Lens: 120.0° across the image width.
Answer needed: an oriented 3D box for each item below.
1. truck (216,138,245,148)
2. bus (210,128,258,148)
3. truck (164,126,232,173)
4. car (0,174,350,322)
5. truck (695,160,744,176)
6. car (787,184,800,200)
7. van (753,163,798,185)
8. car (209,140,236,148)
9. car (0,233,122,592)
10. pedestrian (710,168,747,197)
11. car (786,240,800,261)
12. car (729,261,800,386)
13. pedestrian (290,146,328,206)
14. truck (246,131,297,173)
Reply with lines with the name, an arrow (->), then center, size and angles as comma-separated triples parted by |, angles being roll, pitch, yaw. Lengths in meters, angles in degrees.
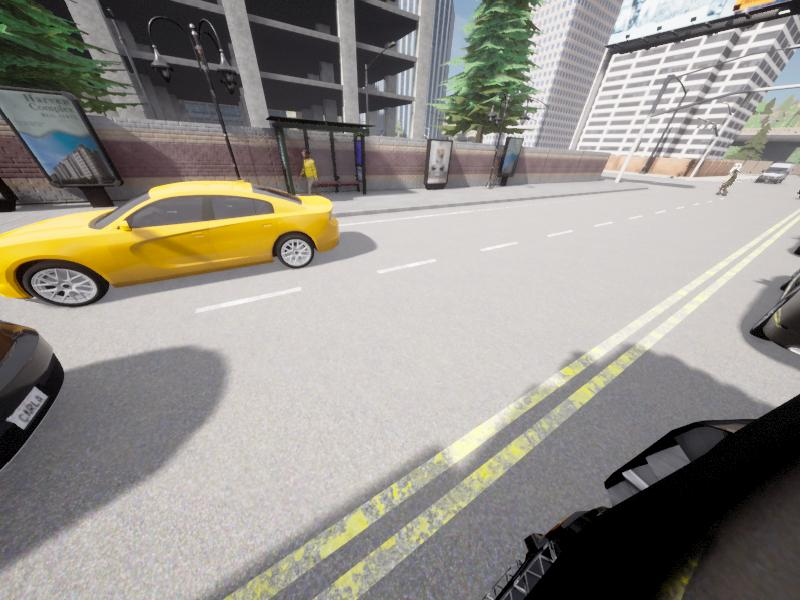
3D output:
truck -> -48.148, -44.740, 65.702 | 6.274, 2.098, 2.390 | -16, 38, -26
bus -> -48.602, -47.658, 68.111 | 10.273, 4.253, 3.944 | -16, 38, -26
truck -> -14.207, -10.929, 16.787 | 2.615, 2.467, 5.204 | -16, 38, -26
car -> -3.724, -1.390, 4.364 | 5.008, 1.535, 1.882 | -16, 38, -26
truck -> 67.199, -27.901, 48.713 | 2.615, 2.467, 5.204 | -16, 38, -26
car -> 34.602, -8.388, 17.424 | 5.566, 2.045, 2.150 | 5, 34, 3
van -> 54.639, -18.393, 33.603 | 5.915, 2.561, 1.988 | -16, 38, -26
car -> -46.040, -40.633, 60.187 | 5.366, 1.575, 1.801 | -16, 38, -26
car -> -4.772, 1.161, 0.480 | 4.892, 1.490, 1.837 | -16, 38, -26
pedestrian -> 25.070, -8.950, 17.652 | 0.751, 1.860, 0.751 | -17, 39, -28
car -> 13.676, -1.919, 6.391 | 4.611, 1.667, 2.242 | -16, 38, -26
car -> 7.289, -0.093, 3.172 | 5.238, 1.638, 1.930 | -16, 38, -26
pedestrian -> -3.376, -4.661, 8.707 | 0.751, 1.860, 0.751 | 25, 39, 29
truck -> -10.481, -11.992, 18.677 | 2.615, 2.467, 5.204 | -16, 38, -26
